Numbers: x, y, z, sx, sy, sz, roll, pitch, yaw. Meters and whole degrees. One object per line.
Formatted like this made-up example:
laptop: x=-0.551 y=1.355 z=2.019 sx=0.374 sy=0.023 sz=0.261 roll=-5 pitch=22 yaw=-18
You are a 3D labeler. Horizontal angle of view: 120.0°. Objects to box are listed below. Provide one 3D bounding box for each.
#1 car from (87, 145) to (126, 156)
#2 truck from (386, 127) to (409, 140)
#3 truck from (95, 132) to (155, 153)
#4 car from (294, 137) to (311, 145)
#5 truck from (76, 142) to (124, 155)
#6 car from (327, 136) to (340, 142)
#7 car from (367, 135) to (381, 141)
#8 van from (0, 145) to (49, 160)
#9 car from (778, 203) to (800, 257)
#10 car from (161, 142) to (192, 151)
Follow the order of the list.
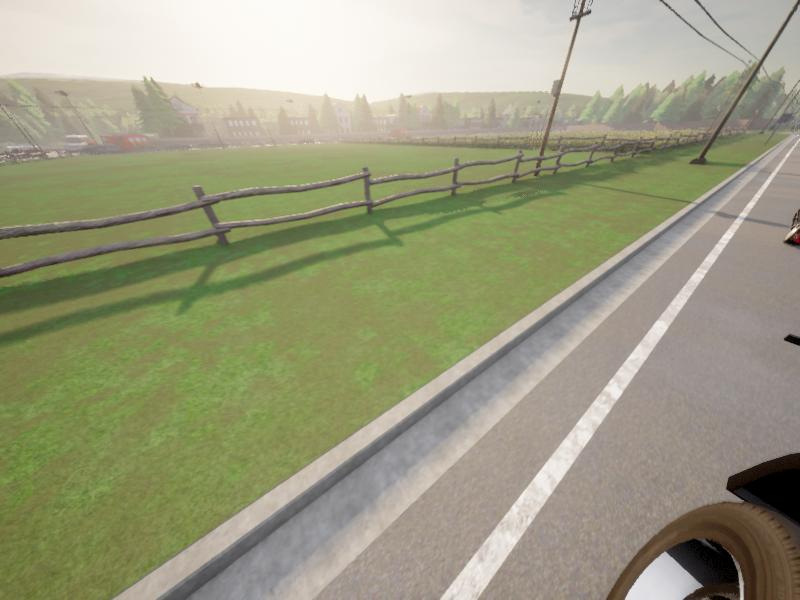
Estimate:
car: x=-62.840 y=-32.217 z=49.605 sx=4.611 sy=1.667 sz=2.242 roll=-23 pitch=41 yaw=-27
truck: x=-0.949 y=-64.999 z=89.970 sx=8.468 sy=3.827 sz=2.891 roll=-23 pitch=41 yaw=-27
truck: x=-67.211 y=-38.808 z=56.911 sx=8.468 sy=3.827 sz=2.891 roll=-23 pitch=41 yaw=-27
car: x=-28.727 y=-47.133 z=68.310 sx=3.866 sy=1.878 sz=1.905 roll=-23 pitch=41 yaw=-27
truck: x=-68.720 y=-34.927 z=53.111 sx=6.274 sy=2.098 sz=2.390 roll=-26 pitch=42 yaw=-29
car: x=-24.367 y=-58.949 z=84.621 sx=3.633 sy=1.501 sz=1.845 roll=-23 pitch=41 yaw=-27
car: x=-9.570 y=-60.320 z=85.872 sx=5.008 sy=1.535 sz=1.882 roll=-23 pitch=41 yaw=-27
van: x=-72.142 y=-28.390 z=44.333 sx=2.069 sy=2.038 sz=4.480 roll=5 pitch=37 yaw=9
car: x=10.140 y=-1.822 z=4.686 sx=4.181 sy=1.385 sz=1.994 roll=-24 pitch=41 yaw=-27
car: x=-55.282 y=-38.048 z=57.197 sx=5.238 sy=1.638 sz=1.930 roll=-23 pitch=41 yaw=-27
